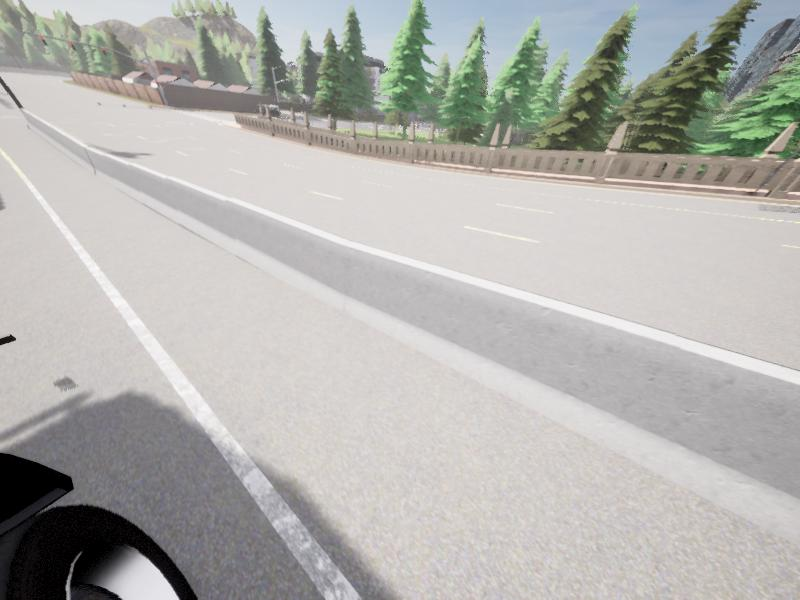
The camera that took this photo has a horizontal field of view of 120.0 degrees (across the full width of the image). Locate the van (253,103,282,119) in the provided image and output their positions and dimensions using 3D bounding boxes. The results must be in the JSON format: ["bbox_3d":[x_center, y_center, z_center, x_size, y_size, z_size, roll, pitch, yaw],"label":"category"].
[{"bbox_3d":[-26.961,-38.580,47.135,2.069,2.038,4.480,29,44,24],"label":"van"}]

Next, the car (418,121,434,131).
[{"bbox_3d":[8.102,-54.560,72.619,2.150,2.045,5.566,29,44,24],"label":"car"}]

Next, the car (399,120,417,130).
[{"bbox_3d":[2.217,-50.006,66.059,2.150,2.045,5.566,29,44,24],"label":"car"}]

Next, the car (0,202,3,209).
[{"bbox_3d":[-13.842,-3.570,6.537,3.806,1.475,1.970,26,42,25],"label":"car"}]
